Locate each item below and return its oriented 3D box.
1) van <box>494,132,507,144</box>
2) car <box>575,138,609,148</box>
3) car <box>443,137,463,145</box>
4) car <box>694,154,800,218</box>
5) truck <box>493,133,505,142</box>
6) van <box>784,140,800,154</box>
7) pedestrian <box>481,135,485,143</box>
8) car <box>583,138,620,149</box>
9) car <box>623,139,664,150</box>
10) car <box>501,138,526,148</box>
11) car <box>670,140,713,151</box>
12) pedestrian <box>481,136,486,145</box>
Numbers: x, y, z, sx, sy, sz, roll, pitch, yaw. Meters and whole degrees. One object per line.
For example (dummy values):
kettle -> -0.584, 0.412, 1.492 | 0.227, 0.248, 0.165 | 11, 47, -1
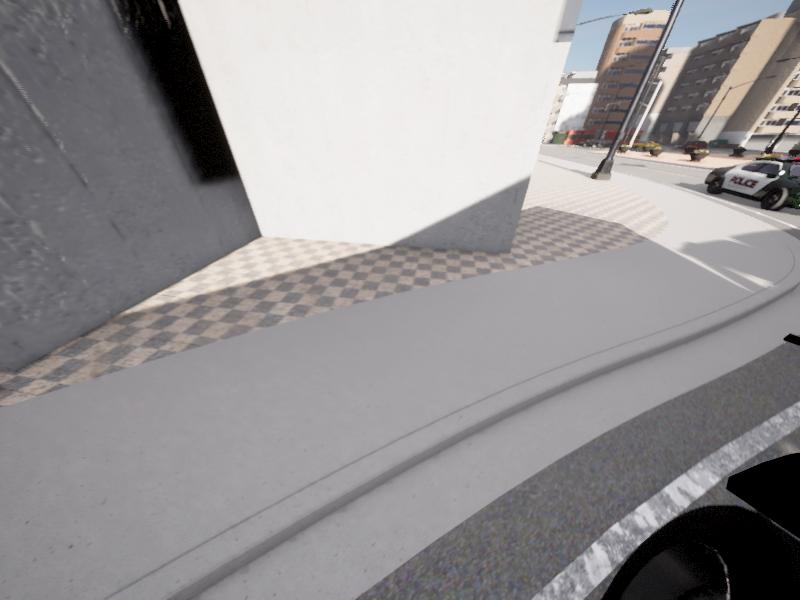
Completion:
van -> 28.203, -45.462, 64.877 | 1.988, 2.561, 5.915 | 6, 36, 8
car -> 41.681, -34.229, 50.313 | 5.238, 1.638, 1.930 | 6, 36, 6
car -> 13.225, -39.948, 57.913 | 2.033, 1.649, 4.856 | -23, 42, -28
car -> 14.796, -4.559, 8.927 | 2.038, 1.542, 4.974 | 12, 38, 16
truck -> 35.770, -58.681, 83.311 | 2.627, 2.467, 5.204 | 6, 36, 8
van -> 76.142, -28.408, 42.964 | 4.442, 1.987, 1.775 | 6, 36, 7
pedestrian -> 22.080, -42.773, 61.403 | 0.751, 1.860, 0.751 | 7, 36, 10
car -> 41.363, -32.185, 47.486 | 5.238, 1.638, 1.930 | 6, 36, 7
car -> 48.917, -31.320, 46.525 | 5.366, 1.575, 1.801 | 6, 36, 7
car -> 22.083, -30.614, 45.124 | 1.845, 1.501, 3.633 | -22, 42, -29
car -> 57.211, -30.412, 45.456 | 4.856, 1.649, 2.033 | 6, 36, 7
pedestrian -> 21.089, -40.258, 58.160 | 0.751, 1.860, 0.751 | 6, 36, 8
